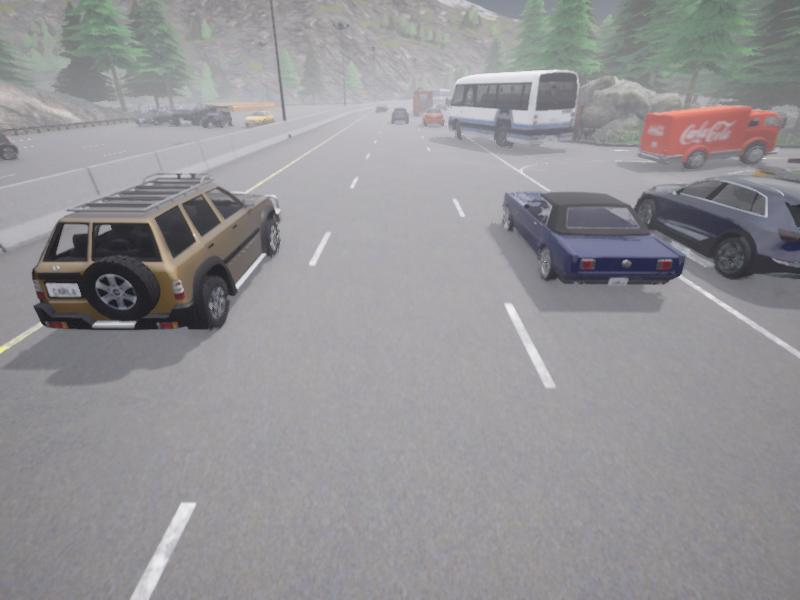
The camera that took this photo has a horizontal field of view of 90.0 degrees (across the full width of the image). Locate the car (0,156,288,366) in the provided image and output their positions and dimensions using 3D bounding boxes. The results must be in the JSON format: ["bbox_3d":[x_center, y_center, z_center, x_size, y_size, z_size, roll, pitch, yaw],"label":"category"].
[{"bbox_3d":[-3.487,-1.064,6.571,1.932,1.855,4.605,0,27,0],"label":"car"}]

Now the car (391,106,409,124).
[{"bbox_3d":[0.035,-21.972,47.389,2.033,1.649,4.856,0,28,0],"label":"car"}]

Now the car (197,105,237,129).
[{"bbox_3d":[-17.471,-17.578,38.378,1.905,1.878,3.866,0,28,0],"label":"car"}]

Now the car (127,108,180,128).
[{"bbox_3d":[-24.469,-18.230,39.975,2.128,1.511,4.902,0,27,0],"label":"car"}]

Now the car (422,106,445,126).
[{"bbox_3d":[3.534,-19.819,43.075,2.097,1.767,4.553,0,27,0],"label":"car"}]

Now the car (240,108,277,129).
[{"bbox_3d":[-13.970,-18.167,39.902,1.801,1.575,5.366,0,27,0],"label":"car"}]

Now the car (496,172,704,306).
[{"bbox_3d":[3.509,-1.564,8.258,1.895,1.301,4.718,0,27,0],"label":"car"}]

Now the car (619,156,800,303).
[{"bbox_3d":[7.009,-1.794,8.383,2.033,1.649,4.856,0,27,0],"label":"car"}]

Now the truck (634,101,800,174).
[{"bbox_3d":[14.396,-7.594,18.567,5.204,2.467,2.627,-5,27,2],"label":"truck"}]

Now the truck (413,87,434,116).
[{"bbox_3d":[3.573,-31.538,63.555,2.891,3.827,8.468,1,27,1],"label":"truck"}]

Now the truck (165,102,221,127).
[{"bbox_3d":[-20.968,-19.041,40.947,2.390,2.098,6.274,0,27,0],"label":"truck"}]

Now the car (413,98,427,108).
[{"bbox_3d":[4.744,-46.937,95.352,2.150,2.045,5.566,7,28,13],"label":"car"}]

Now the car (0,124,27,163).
[{"bbox_3d":[-20.079,-6.993,18.157,1.851,1.617,3.988,6,28,11],"label":"car"}]

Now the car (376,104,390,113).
[{"bbox_3d":[-3.046,-34.556,72.076,1.895,1.301,4.718,2,27,4],"label":"car"}]

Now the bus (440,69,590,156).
[{"bbox_3d":[6.831,-12.726,26.714,3.944,4.253,10.273,-12,30,-19],"label":"bus"}]
